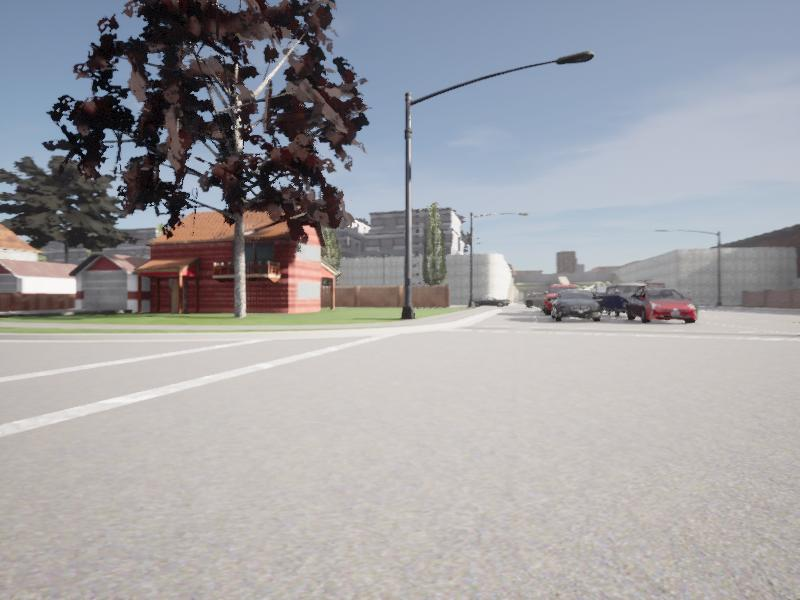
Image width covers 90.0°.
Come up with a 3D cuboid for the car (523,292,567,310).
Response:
[{"bbox_3d":[16.117,0.069,44.686,1.932,1.855,4.605,3,-1,-24],"label":"car"}]

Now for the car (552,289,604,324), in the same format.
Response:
[{"bbox_3d":[8.551,0.261,19.607,1.837,1.490,4.892,0,0,18],"label":"car"}]

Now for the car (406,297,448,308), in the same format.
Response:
[{"bbox_3d":[3.672,0.332,54.721,5.357,1.411,2.033,0,0,17],"label":"car"}]

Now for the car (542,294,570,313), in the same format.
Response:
[{"bbox_3d":[12.916,0.271,33.310,1.970,1.475,3.806,0,0,17],"label":"car"}]

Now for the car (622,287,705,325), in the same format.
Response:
[{"bbox_3d":[11.815,0.241,18.316,2.007,1.525,4.514,0,0,18],"label":"car"}]

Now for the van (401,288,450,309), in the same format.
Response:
[{"bbox_3d":[3.302,-0.248,51.166,5.915,2.561,1.988,1,0,17],"label":"van"}]

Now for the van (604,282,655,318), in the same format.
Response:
[{"bbox_3d":[13.684,0.012,24.123,1.775,1.987,4.442,0,0,18],"label":"van"}]

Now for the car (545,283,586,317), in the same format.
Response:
[{"bbox_3d":[10.934,-0.015,26.862,2.150,2.045,5.566,0,0,18],"label":"car"}]

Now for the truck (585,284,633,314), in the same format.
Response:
[{"bbox_3d":[16.033,-0.045,31.115,2.390,2.098,6.274,0,0,19],"label":"truck"}]

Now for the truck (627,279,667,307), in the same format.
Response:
[{"bbox_3d":[35.674,-0.917,58.121,2.891,3.827,8.468,0,0,18],"label":"truck"}]

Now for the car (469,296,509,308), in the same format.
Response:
[{"bbox_3d":[11.675,0.263,52.201,4.902,1.511,2.128,0,0,18],"label":"car"}]
